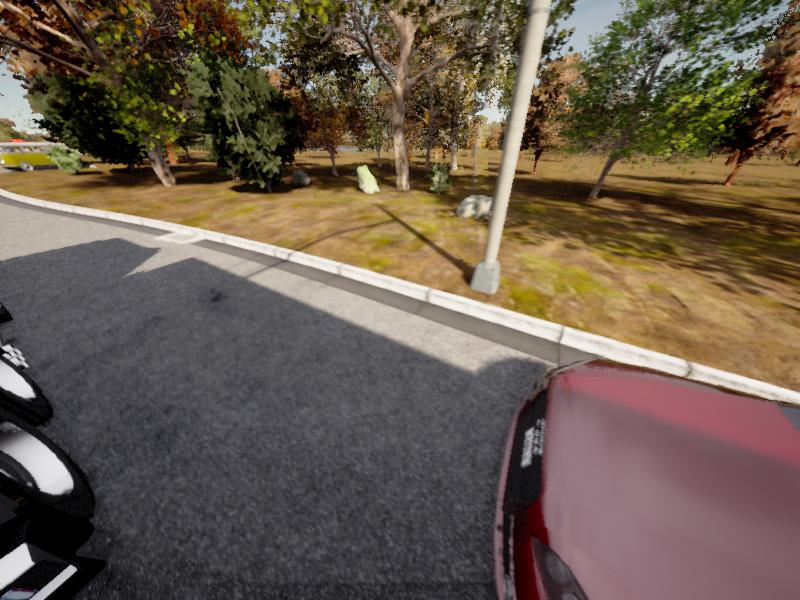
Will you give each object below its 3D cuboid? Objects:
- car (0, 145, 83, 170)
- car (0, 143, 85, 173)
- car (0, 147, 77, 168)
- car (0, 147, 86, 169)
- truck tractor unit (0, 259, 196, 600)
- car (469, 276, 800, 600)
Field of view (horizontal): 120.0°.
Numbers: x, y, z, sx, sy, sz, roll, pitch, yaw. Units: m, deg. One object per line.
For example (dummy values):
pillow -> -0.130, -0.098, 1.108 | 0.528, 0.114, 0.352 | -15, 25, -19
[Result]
car -> -34.120, -13.367, 21.566 | 2.185, 1.767, 4.553 | 9, 35, 13
car -> -31.709, -12.445, 20.044 | 1.878, 1.987, 4.442 | 9, 35, 12
car -> -38.979, -15.127, 24.347 | 1.946, 1.575, 5.366 | 10, 35, 13
car -> -36.477, -14.353, 23.220 | 1.946, 1.575, 5.366 | 9, 35, 13
truck tractor unit -> -5.092, -0.321, 0.788 | 6.516, 4.208, 3.053 | 19, 39, 24
car -> 2.623, 1.454, 0.704 | 4.181, 1.385, 1.994 | 18, 39, 25
